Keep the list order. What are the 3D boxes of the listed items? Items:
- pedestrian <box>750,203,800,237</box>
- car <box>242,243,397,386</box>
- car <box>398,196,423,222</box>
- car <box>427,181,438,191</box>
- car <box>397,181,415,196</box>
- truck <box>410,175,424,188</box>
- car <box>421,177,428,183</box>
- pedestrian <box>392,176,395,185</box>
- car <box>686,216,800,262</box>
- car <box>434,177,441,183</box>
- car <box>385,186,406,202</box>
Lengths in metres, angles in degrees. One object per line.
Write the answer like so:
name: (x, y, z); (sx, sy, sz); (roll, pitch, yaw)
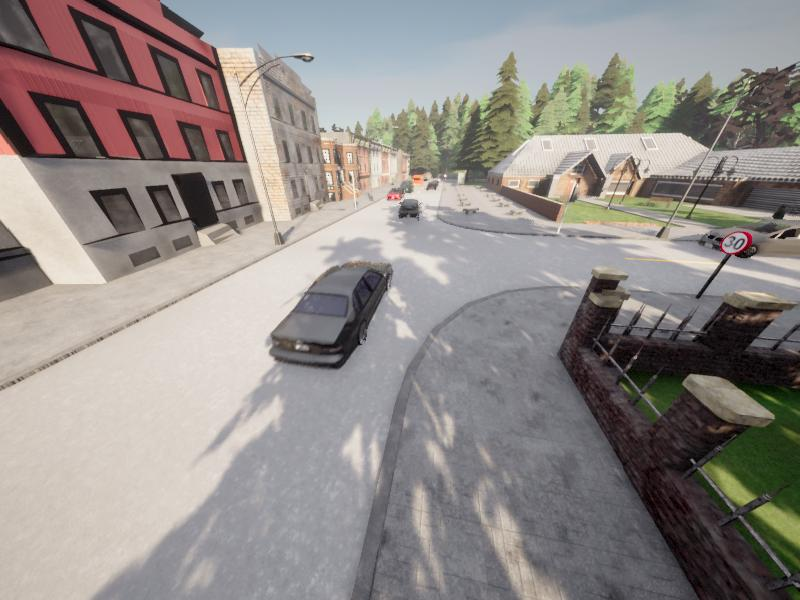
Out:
pedestrian: (23.708, -5.058, 14.650); (0.751, 1.860, 0.751); (17, 34, 27)
car: (-1.594, -0.204, 6.965); (2.033, 1.411, 5.357); (5, 30, 9)
car: (1.031, -8.383, 21.030); (1.837, 1.490, 4.892); (3, 30, 7)
car: (6.599, -23.370, 47.110); (1.837, 1.490, 4.892); (5, 30, 9)
car: (1.085, -19.399, 40.007); (2.150, 2.045, 5.566); (5, 30, 9)
truck: (4.149, -28.164, 54.754); (2.627, 2.467, 5.204); (5, 30, 9)
car: (7.604, -37.328, 71.793); (1.895, 1.301, 4.718); (5, 30, 9)
pedestrian: (-1.579, -28.487, 55.228); (0.751, 1.860, 0.751); (4, 30, 7)
car: (18.859, -3.159, 11.807); (4.611, 1.667, 2.242); (5, 30, 9)
car: (11.488, -36.826, 70.924); (1.895, 1.301, 4.718); (5, 30, 9)
car: (-0.536, -14.777, 32.073); (2.007, 1.525, 4.514); (5, 30, 9)
